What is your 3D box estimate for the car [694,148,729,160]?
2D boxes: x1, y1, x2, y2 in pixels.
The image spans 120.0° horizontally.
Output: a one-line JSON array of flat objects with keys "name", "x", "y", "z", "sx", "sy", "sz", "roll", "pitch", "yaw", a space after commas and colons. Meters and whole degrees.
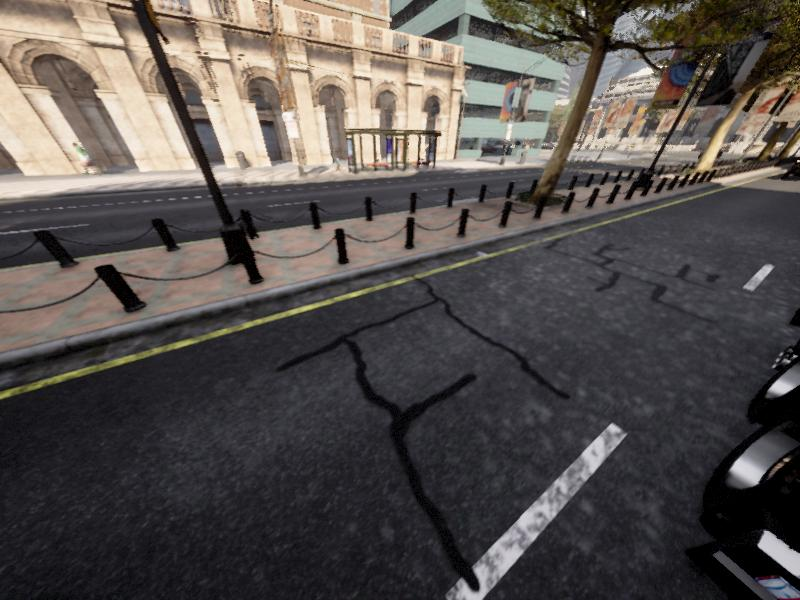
[{"name": "car", "x": 51.145, "y": -23.980, "z": 37.876, "sx": 5.357, "sy": 1.411, "sz": 2.033, "roll": -18, "pitch": 39, "yaw": -24}]

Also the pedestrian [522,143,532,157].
[{"name": "pedestrian", "x": 19.908, "y": -23.614, "z": 36.288, "sx": 0.751, "sy": 1.860, "sz": 0.751, "roll": 20, "pitch": 39, "yaw": 25}]

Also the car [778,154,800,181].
[{"name": "car", "x": 31.460, "y": -10.100, "z": 17.466, "sx": 5.238, "sy": 1.638, "sz": 1.930, "roll": -18, "pitch": 39, "yaw": -24}]

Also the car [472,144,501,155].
[{"name": "car", "x": 16.158, "y": -28.211, "z": 43.268, "sx": 4.902, "sy": 1.511, "sz": 2.128, "roll": -18, "pitch": 39, "yaw": -25}]

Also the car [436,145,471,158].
[{"name": "car", "x": 8.196, "y": -22.869, "z": 35.562, "sx": 4.786, "sy": 1.482, "sz": 2.161, "roll": -18, "pitch": 39, "yaw": -25}]

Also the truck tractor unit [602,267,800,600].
[{"name": "truck tractor unit", "x": 5.119, "y": -0.290, "z": 0.787, "sx": 6.516, "sy": 4.208, "sz": 3.053, "roll": -18, "pitch": 39, "yaw": -24}]

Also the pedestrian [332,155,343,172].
[{"name": "pedestrian", "x": -4.886, "y": -10.701, "z": 18.096, "sx": 0.500, "sy": 1.100, "sz": 0.500, "roll": -20, "pitch": 40, "yaw": -27}]

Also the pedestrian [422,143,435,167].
[{"name": "pedestrian", "x": 2.652, "y": -13.500, "z": 21.541, "sx": 0.751, "sy": 1.860, "sz": 0.751, "roll": -18, "pitch": 39, "yaw": -25}]
